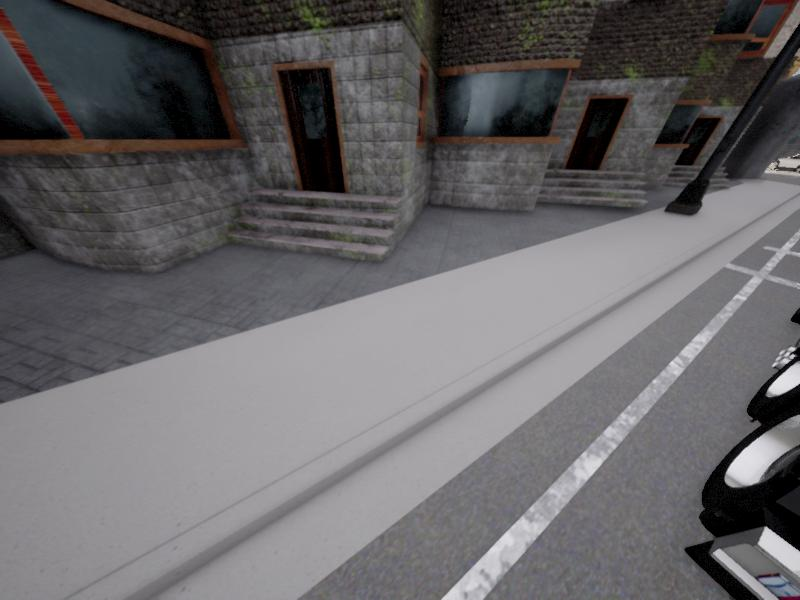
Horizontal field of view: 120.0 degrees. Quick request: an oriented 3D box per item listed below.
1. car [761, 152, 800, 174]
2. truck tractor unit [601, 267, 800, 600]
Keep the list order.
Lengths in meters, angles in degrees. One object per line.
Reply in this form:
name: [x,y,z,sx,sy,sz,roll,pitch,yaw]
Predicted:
car: [36.155,-12.317,20.709,1.970,1.475,3.806,10,36,14]
truck tractor unit: [5.125,-0.283,0.782,6.516,4.208,3.053,-18,39,-24]
